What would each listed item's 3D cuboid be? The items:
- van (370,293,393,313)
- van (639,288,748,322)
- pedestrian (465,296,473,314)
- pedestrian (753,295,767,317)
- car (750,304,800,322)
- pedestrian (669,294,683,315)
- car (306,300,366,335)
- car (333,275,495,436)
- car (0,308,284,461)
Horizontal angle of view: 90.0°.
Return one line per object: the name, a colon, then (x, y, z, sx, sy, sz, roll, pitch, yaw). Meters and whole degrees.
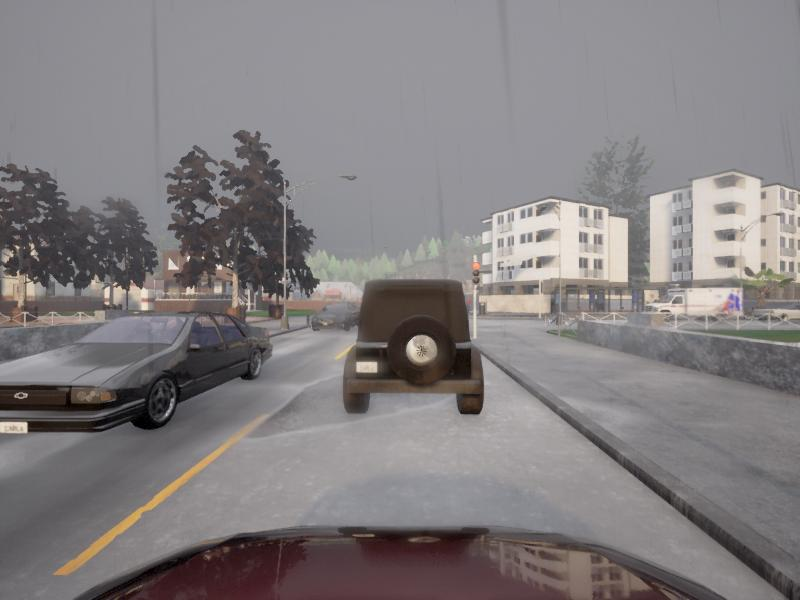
van: (-2.300, 0.379, 51.361, 2.351, 2.431, 6.366, 0, 0, 2)
van: (21.752, 0.378, 29.883, 6.366, 2.431, 2.351, 0, 0, 2)
pedestrian: (7.181, 0.500, 41.635, 0.751, 1.860, 0.751, 0, 0, 7)
pedestrian: (30.880, 0.533, 34.355, 0.751, 1.860, 0.751, 0, 0, 29)
car: (29.156, 0.944, 29.630, 4.718, 1.301, 1.895, 0, 0, 2)
pedestrian: (24.577, 0.428, 35.683, 0.751, 1.860, 0.751, 0, 0, 4)
car: (-3.219, 0.839, 21.295, 1.837, 1.490, 4.892, 0, 1, 7)
car: (0.220, 0.646, 6.640, 1.905, 1.878, 3.866, 0, 0, 2)
car: (-3.801, 0.895, 6.681, 2.033, 1.411, 5.357, 0, 0, 2)
